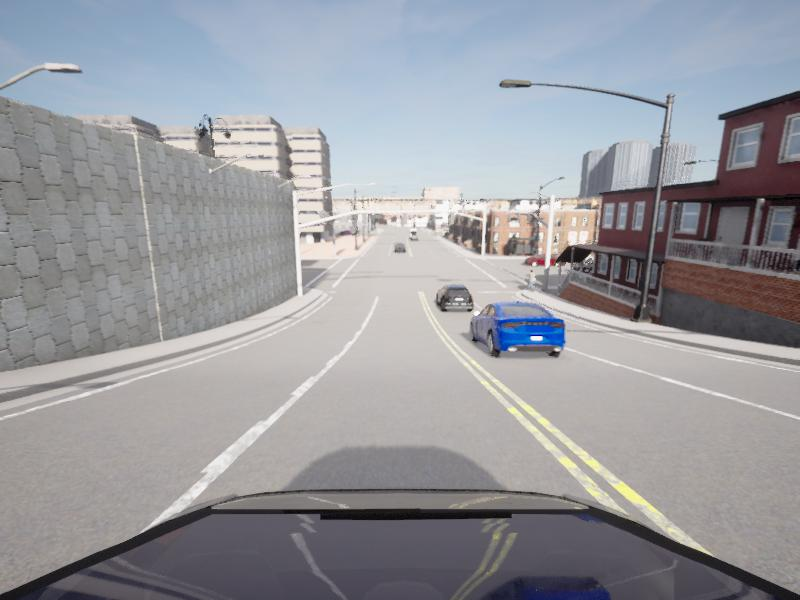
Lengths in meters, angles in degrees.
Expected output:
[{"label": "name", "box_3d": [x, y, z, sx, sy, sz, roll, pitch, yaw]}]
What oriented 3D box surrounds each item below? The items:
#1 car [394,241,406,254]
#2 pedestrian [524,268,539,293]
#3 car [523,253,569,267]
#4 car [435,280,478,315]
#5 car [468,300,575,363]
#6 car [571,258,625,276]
[{"label": "car", "box_3d": [-0.004, -8.999, 68.362, 1.930, 1.638, 5.238, 0, 12, 0]}, {"label": "pedestrian", "box_3d": [10.696, -1.594, 32.589, 0.751, 1.860, 0.751, -6, 14, -27]}, {"label": "car", "box_3d": [18.280, -5.064, 50.360, 5.008, 1.535, 1.882, 0, 12, 0]}, {"label": "car", "box_3d": [3.498, -0.257, 25.797, 2.033, 1.649, 4.856, 0, 7, 0]}, {"label": "car", "box_3d": [3.497, 0.789, 12.667, 1.882, 1.535, 5.008, 0, 1, 0]}, {"label": "car", "box_3d": [21.474, -3.655, 43.507, 4.611, 1.667, 2.242, 0, 12, 0]}]
